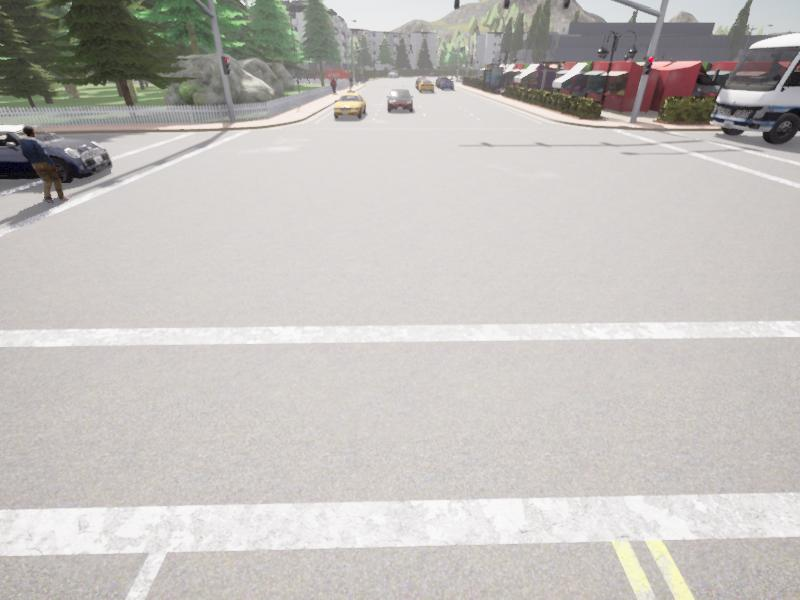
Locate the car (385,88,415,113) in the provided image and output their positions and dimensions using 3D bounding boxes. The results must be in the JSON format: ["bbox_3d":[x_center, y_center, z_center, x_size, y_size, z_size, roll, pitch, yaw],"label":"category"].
[{"bbox_3d":[0.008,-15.975,31.925,2.163,1.488,4.792,0,30,0],"label":"car"}]

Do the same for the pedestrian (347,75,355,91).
[{"bbox_3d":[-6.573,-29.122,53.723,0.751,1.860,0.751,1,30,2],"label":"pedestrian"}]

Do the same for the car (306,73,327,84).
[{"bbox_3d":[-17.284,-46.008,82.994,3.866,1.878,1.905,1,30,1],"label":"car"}]

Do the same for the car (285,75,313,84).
[{"bbox_3d":[-20.236,-44.123,80.128,4.892,1.490,1.837,1,30,1],"label":"car"}]

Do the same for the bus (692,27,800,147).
[{"bbox_3d":[20.117,-9.382,17.773,10.273,4.253,3.944,0,30,0],"label":"bus"}]

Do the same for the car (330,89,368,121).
[{"bbox_3d":[-3.447,-13.690,27.910,1.801,1.575,5.366,1,30,1],"label":"car"}]

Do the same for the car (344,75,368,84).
[{"bbox_3d":[-9.114,-45.766,83.004,4.902,1.511,2.128,-4,31,-7],"label":"car"}]

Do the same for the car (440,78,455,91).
[{"bbox_3d":[7.012,-32.043,59.462,1.816,1.474,4.193,0,30,0],"label":"car"}]

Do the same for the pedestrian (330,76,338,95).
[{"bbox_3d":[-7.751,-25.167,46.949,0.751,1.860,0.751,0,30,1],"label":"pedestrian"}]

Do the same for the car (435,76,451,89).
[{"bbox_3d":[7.013,-35.402,65.066,2.033,1.649,4.856,0,30,0],"label":"car"}]

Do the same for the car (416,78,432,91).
[{"bbox_3d":[3.523,-32.293,59.884,2.163,1.488,4.792,0,30,0],"label":"car"}]

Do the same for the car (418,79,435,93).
[{"bbox_3d":[3.552,-28.931,54.066,1.882,1.535,5.008,0,30,0],"label":"car"}]

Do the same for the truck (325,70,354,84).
[{"bbox_3d":[-11.910,-44.435,79.701,5.204,2.467,2.627,1,30,1],"label":"truck"}]

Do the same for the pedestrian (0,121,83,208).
[{"bbox_3d":[-8.574,-3.217,9.538,0.751,1.860,0.751,0,30,0],"label":"pedestrian"}]

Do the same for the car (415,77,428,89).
[{"bbox_3d":[3.513,-35.764,65.774,1.882,1.535,5.008,0,30,0],"label":"car"}]

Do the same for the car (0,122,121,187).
[{"bbox_3d":[-11.084,-4.382,11.955,3.806,1.475,1.970,-3,30,-5],"label":"car"}]
